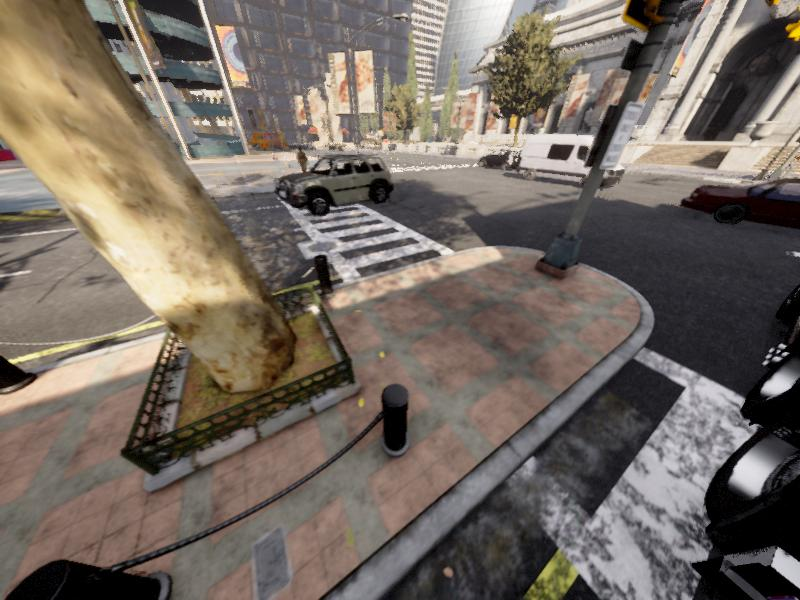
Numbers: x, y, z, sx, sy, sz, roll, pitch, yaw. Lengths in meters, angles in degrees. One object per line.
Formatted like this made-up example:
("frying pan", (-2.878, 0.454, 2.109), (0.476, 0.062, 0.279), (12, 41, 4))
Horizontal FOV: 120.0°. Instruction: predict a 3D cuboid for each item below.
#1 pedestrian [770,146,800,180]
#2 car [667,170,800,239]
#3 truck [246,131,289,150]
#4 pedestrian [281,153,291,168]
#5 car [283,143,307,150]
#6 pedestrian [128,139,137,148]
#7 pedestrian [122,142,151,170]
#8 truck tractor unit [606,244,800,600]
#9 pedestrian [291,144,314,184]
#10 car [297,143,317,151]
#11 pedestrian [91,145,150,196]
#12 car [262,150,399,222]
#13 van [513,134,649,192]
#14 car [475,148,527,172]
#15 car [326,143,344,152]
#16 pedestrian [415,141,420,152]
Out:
("pedestrian", (26.113, -9.075, 15.335), (0.751, 1.860, 0.751), (-19, 39, -26))
("car", (12.291, -2.741, 6.830), (2.033, 1.411, 5.357), (-19, 39, -25))
("truck", (-32.514, -39.352, 56.980), (8.468, 3.827, 2.891), (5, 35, 7))
("pedestrian", (-9.933, -12.175, 20.163), (0.500, 1.100, 0.500), (-7, 35, -10))
("car", (-26.961, -39.554, 59.408), (4.902, 1.511, 2.128), (9, 36, 13))
("pedestrian", (-70.630, -41.335, 60.938), (0.751, 1.860, 0.751), (-22, 40, -28))
("pedestrian", (-20.954, -11.471, 18.395), (0.751, 1.860, 0.751), (28, 43, 34))
("truck tractor unit", (5.075, -0.335, 0.830), (6.516, 4.208, 3.053), (-20, 39, -26))
("pedestrian", (-5.447, -7.639, 13.012), (0.751, 1.860, 0.751), (-8, 36, -12))
("car", (-21.827, -35.888, 54.244), (4.181, 1.385, 1.994), (18, 38, 23))
("pedestrian", (-12.116, -5.656, 10.104), (0.751, 1.860, 0.751), (-17, 38, -23))
("car", (-2.367, -4.719, 9.129), (1.932, 1.855, 4.605), (31, 45, 35))
("van", (10.560, -8.702, 14.384), (1.988, 2.561, 5.915), (-19, 39, -25))
("car", (9.373, -13.305, 21.812), (1.851, 1.617, 3.988), (-19, 39, -25))
("car", (-14.023, -32.860, 49.791), (3.705, 1.549, 1.789), (28, 43, 33))
("pedestrian", (3.470, -30.737, 46.302), (0.751, 1.860, 0.751), (-14, 37, -20))
